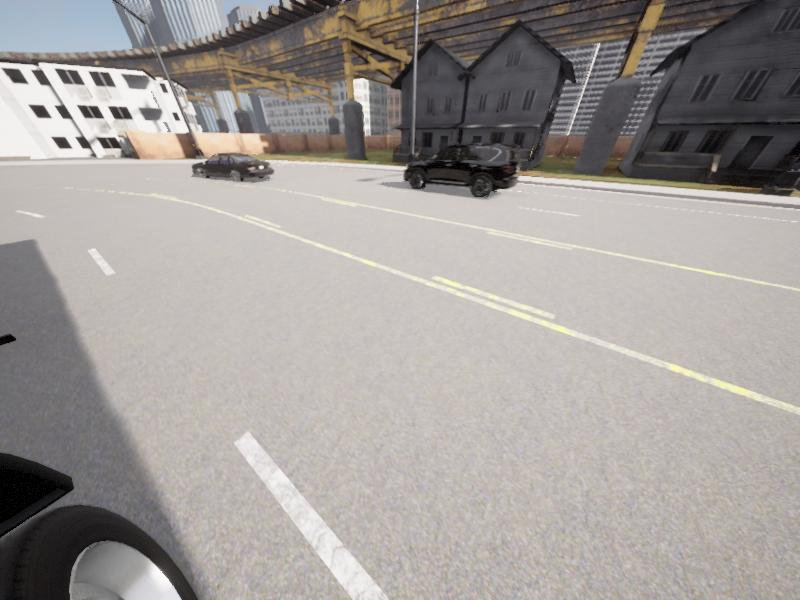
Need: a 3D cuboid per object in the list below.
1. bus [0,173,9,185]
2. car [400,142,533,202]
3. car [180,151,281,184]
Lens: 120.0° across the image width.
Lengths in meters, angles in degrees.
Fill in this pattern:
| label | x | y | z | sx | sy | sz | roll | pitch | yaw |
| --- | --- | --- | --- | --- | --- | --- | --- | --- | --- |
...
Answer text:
| label | x | y | z | sx | sy | sz | roll | pitch | yaw |
| --- | --- | --- | --- | --- | --- | --- | --- | --- | --- |
| bus | -26.781 | -6.573 | 9.327 | 10.273 | 4.253 | 3.944 | -8 | 35 | -12 |
| car | 2.906 | -6.424 | 11.268 | 5.566 | 2.045 | 2.150 | 22 | 40 | 27 |
| car | -10.575 | -8.387 | 14.508 | 5.357 | 1.411 | 2.033 | 13 | 37 | 17 |
